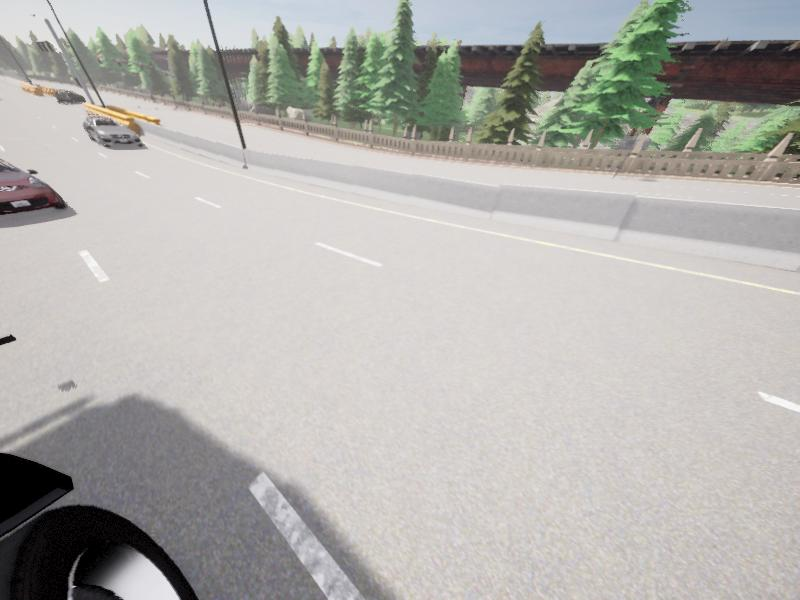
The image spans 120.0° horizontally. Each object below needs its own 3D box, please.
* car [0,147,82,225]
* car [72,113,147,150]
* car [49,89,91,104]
[{"bbox_3d":[-12.087,-3.435,6.746,3.633,1.501,1.845,17,39,18],"label":"car"},{"bbox_3d":[-22.002,-12.809,17.524,5.027,1.651,2.152,28,43,24],"label":"car"},{"bbox_3d":[-52.989,-32.690,37.179,1.851,1.617,3.988,-6,41,-17],"label":"car"}]
